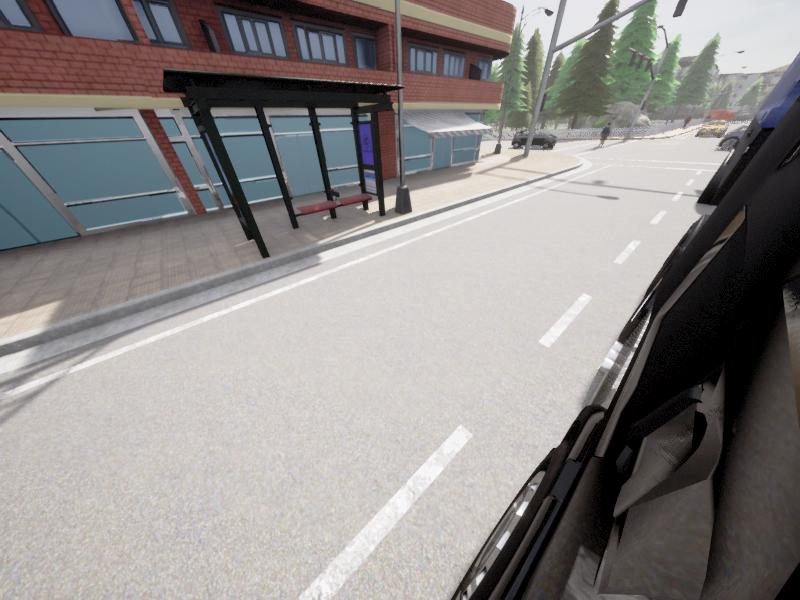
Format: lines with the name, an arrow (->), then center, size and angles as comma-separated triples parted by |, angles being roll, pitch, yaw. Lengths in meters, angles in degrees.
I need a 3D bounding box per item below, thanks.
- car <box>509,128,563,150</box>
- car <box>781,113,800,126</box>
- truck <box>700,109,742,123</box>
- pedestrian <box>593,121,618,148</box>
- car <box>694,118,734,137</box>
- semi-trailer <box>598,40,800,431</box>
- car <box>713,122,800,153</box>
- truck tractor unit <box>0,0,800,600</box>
car -> 12.395, -14.771, 21.201 | 3.705, 1.549, 1.789 | 25, 45, 32
car -> 63.280, -28.817, 36.857 | 5.008, 1.535, 1.882 | -29, 44, -30
truck -> 78.680, -45.060, 56.800 | 2.627, 2.467, 5.204 | -2, 37, 0
pedestrian -> 17.342, -13.976, 19.540 | 0.751, 1.860, 0.751 | -25, 42, -27
car -> 35.621, -19.535, 26.169 | 5.366, 1.575, 1.801 | -27, 43, -29
semi-trailer -> 8.692, -3.611, 4.230 | 14.254, 4.402, 2.717 | -28, 44, -30
car -> 23.985, -10.665, 15.113 | 1.970, 1.475, 3.806 | -29, 44, -31
truck tractor unit -> 2.645, -0.295, 0.351 | 6.516, 4.208, 3.053 | -28, 44, -30
